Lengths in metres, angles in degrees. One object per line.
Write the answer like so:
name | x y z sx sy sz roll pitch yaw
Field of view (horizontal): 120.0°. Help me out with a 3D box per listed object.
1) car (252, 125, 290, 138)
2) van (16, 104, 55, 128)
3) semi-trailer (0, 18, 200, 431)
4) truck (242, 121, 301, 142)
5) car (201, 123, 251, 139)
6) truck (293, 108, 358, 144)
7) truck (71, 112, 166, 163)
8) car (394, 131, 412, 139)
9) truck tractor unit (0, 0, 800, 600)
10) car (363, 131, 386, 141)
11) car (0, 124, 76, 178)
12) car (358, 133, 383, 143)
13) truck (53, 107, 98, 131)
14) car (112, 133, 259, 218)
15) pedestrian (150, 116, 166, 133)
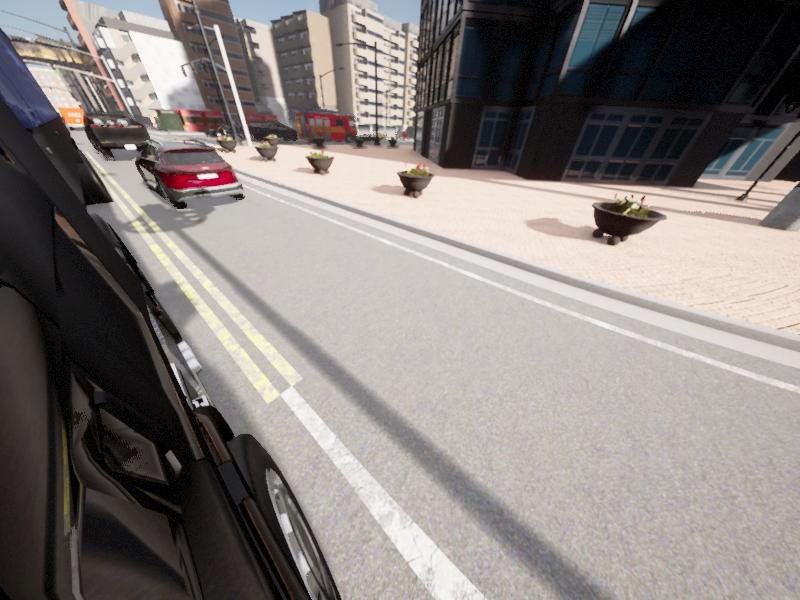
car | -22.207 -29.128 39.979 1.930 1.638 5.238 28 43 29
van | -54.326 -27.478 34.498 5.915 2.561 1.988 29 44 30
semi-trailer | -8.584 -3.691 4.321 14.254 4.402 2.717 30 44 31
truck | -17.282 -22.890 31.521 2.390 2.098 6.274 28 43 30
car | -24.728 -24.191 33.065 1.930 1.638 5.238 28 43 29
truck | -10.351 -24.969 33.462 2.891 3.827 8.468 28 43 29
truck | -17.216 -9.992 14.070 6.274 2.098 2.390 28 44 30
car | 0.799 -43.607 61.140 2.033 1.649 4.856 28 43 30
truck tractor unit | -2.645 -0.295 0.351 6.516 4.208 3.053 28 44 30
car | -5.652 -36.983 52.164 1.801 1.575 5.366 28 43 29
car | -16.688 -6.726 10.216 4.974 1.542 2.038 29 44 30
car | -5.510 -30.503 43.569 1.895 1.301 4.718 28 43 30
truck | -45.569 -25.465 32.474 5.204 2.467 2.627 29 44 29
car | -7.056 -4.304 7.570 4.856 1.649 2.033 28 44 30
pedestrian | -34.995 -25.410 33.417 0.751 1.860 0.751 32 45 33
